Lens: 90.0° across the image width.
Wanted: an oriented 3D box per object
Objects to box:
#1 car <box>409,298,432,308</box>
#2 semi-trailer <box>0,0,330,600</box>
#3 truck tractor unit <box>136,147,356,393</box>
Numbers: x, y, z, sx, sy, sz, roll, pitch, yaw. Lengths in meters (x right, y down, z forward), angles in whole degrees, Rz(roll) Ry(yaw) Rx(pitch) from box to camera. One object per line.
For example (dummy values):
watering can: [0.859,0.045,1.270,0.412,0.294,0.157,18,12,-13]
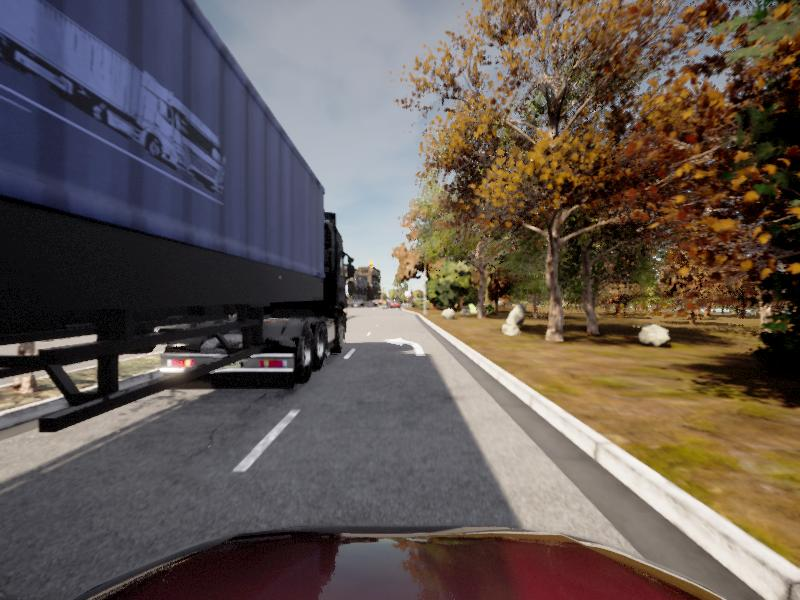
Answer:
car: [4.266,0.671,83.215,4.442,1.987,1.878,1,0,-14]
semi-trailer: [-2.997,-0.619,2.210,2.717,4.402,14.254,0,0,0]
truck tractor unit: [-2.995,-0.515,10.127,3.053,4.208,6.516,0,0,0]
